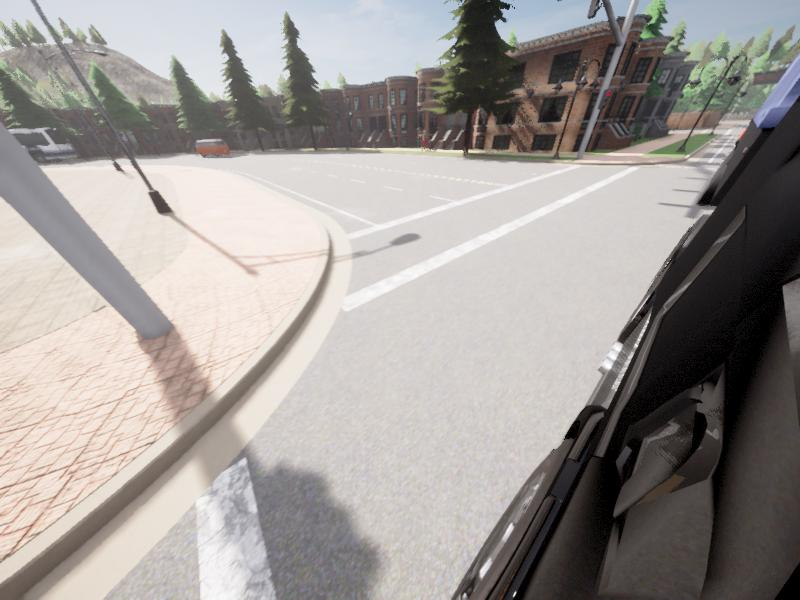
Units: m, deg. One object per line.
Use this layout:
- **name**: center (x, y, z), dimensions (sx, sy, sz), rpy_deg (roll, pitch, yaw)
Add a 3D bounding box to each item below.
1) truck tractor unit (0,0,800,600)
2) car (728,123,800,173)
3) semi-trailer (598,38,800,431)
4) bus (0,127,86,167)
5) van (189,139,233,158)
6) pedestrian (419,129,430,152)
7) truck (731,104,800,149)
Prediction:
- **truck tractor unit**: center (2.645, -0.295, 0.351), dimensions (6.516, 4.208, 3.053), rpy_deg (-28, 44, -30)
- **car**: center (18.359, -7.570, 11.310), dimensions (5.238, 1.638, 1.930), rpy_deg (-28, 43, -30)
- **semi-trailer**: center (8.697, -3.594, 4.245), dimensions (14.254, 4.402, 2.717), rpy_deg (-28, 43, -30)
- **bus**: center (-55.379, -22.143, 33.552), dimensions (10.273, 4.253, 3.944), rpy_deg (-13, 38, -14)
- **van**: center (-25.406, -20.379, 31.133), dimensions (4.442, 1.987, 1.775), rpy_deg (9, 38, 16)
- **pedestrian**: center (2.522, -16.482, 23.878), dimensions (0.751, 1.860, 0.751), rpy_deg (-29, 44, -31)
- **truck**: center (28.127, -13.093, 17.423), dimensions (5.204, 2.467, 2.627), rpy_deg (-28, 43, -30)
